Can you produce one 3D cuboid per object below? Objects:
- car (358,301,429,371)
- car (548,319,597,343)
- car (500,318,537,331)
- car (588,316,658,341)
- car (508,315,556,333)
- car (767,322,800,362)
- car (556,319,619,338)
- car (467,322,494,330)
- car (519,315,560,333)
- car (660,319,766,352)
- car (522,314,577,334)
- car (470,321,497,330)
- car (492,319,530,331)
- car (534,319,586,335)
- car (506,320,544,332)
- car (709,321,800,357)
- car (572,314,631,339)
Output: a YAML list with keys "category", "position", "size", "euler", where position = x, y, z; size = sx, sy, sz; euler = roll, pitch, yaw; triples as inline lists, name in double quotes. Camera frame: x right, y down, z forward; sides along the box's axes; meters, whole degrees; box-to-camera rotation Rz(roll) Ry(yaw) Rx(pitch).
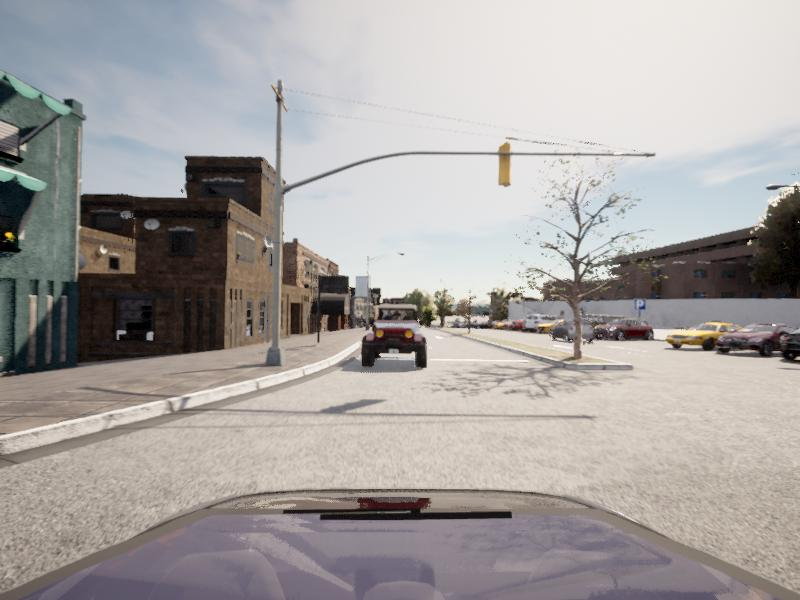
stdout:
- category: "car"
  position: [-0.100, 1.066, 12.873]
  size: [1.905, 1.878, 3.866]
  euler: [1, -3, 2]
- category: "car"
  position: [11.853, 2.105, 27.816]
  size: [1.845, 1.501, 3.633]
  euler: [1, -3, 0]
- category: "car"
  position: [16.928, 3.505, 57.191]
  size: [4.553, 1.767, 2.185]
  euler: [3, -3, -20]
- category: "car"
  position: [16.953, 2.176, 30.426]
  size: [4.553, 1.767, 2.185]
  euler: [3, -3, -20]
- category: "car"
  position: [16.882, 3.047, 51.229]
  size: [5.566, 2.045, 2.435]
  euler: [3, -3, -20]
- category: "car"
  position: [16.927, 1.658, 15.537]
  size: [4.674, 1.452, 2.002]
  euler: [3, -3, -20]
- category: "car"
  position: [17.087, 2.579, 36.431]
  size: [5.366, 1.575, 1.946]
  euler: [3, -3, -20]
- category: "car"
  position: [16.872, 5.404, 83.878]
  size: [5.008, 1.535, 2.097]
  euler: [3, -4, -19]
- category: "car"
  position: [16.802, 2.913, 48.229]
  size: [4.442, 1.987, 1.878]
  euler: [3, -3, -20]
- category: "car"
  position: [16.754, 1.880, 21.421]
  size: [5.366, 1.575, 1.946]
  euler: [3, -3, -20]
- category: "car"
  position: [16.938, 2.743, 45.311]
  size: [5.566, 2.045, 2.435]
  euler: [3, -3, -20]
- category: "car"
  position: [16.872, 5.184, 80.924]
  size: [5.008, 1.535, 2.097]
  euler: [3, -4, -20]
- category: "car"
  position: [16.720, 3.790, 60.076]
  size: [5.366, 1.575, 1.946]
  euler: [3, -3, -20]
- category: "car"
  position: [16.914, 2.850, 42.311]
  size: [5.008, 1.535, 2.097]
  euler: [3, -3, -20]
- category: "car"
  position: [16.900, 3.501, 54.201]
  size: [4.674, 1.452, 2.002]
  euler: [3, -3, -20]
- category: "car"
  position: [16.931, 1.794, 18.508]
  size: [4.674, 1.452, 2.002]
  euler: [3, -3, -20]
- category: "car"
  position: [16.816, 2.206, 33.354]
  size: [4.442, 1.987, 1.878]
  euler: [3, -3, -20]
